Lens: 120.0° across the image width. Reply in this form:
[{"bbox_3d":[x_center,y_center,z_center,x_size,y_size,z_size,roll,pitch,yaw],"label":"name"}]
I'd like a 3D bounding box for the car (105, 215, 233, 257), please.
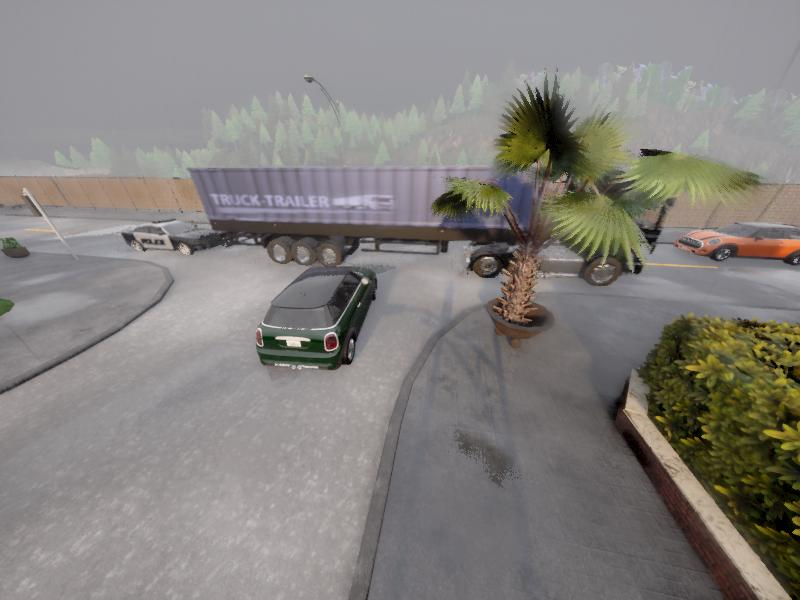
[{"bbox_3d":[-12.658,-3.654,12.901,5.238,1.638,1.930,5,30,9],"label":"car"}]

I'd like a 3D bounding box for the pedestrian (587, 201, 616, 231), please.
[{"bbox_3d":[14.293,-5.964,16.425,0.751,1.860,0.751,4,30,7],"label":"pedestrian"}]

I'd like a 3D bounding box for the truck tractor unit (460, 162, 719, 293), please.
[{"bbox_3d":[6.109,-3.121,9.394,6.516,4.208,3.053,5,30,9],"label":"truck tractor unit"}]

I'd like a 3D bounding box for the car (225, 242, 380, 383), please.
[{"bbox_3d":[-2.021,-0.135,6.652,2.097,1.767,4.553,3,30,5],"label":"car"}]

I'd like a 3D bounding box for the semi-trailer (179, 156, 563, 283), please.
[{"bbox_3d":[-1.686,-3.890,10.532,14.254,4.402,2.717,5,30,9],"label":"semi-trailer"}]

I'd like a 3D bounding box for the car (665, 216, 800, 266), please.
[{"bbox_3d":[17.471,-3.080,11.753,4.553,1.767,2.097,5,30,9],"label":"car"}]
